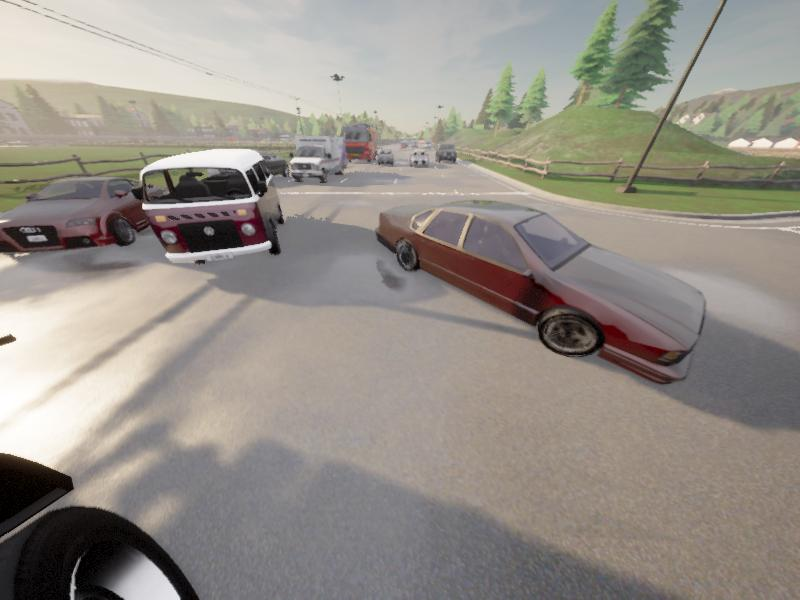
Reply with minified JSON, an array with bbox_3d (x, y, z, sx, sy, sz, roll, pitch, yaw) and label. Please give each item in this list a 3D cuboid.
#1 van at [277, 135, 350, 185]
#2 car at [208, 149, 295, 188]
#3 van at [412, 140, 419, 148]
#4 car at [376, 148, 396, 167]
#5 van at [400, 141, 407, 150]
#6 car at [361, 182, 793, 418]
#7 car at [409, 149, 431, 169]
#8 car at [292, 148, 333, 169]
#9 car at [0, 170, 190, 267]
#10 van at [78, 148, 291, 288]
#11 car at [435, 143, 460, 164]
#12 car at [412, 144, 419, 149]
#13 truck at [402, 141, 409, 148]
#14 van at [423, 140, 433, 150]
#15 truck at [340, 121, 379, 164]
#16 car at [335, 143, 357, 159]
[{"bbox_3d":[-5.433,-9.759,15.885,2.351,2.431,6.366,2,35,2],"label":"van"},{"bbox_3d":[-8.998,-8.527,14.743,2.152,1.651,5.027,2,35,2],"label":"car"},{"bbox_3d":[5.654,-57.714,85.397,2.351,2.431,6.366,2,35,2],"label":"van"},{"bbox_3d":[-1.429,-15.371,24.859,1.845,1.501,3.633,2,35,2],"label":"car"},{"bbox_3d":[0.965,-43.637,65.357,1.775,1.987,4.442,2,35,2],"label":"van"},{"bbox_3d":[1.666,-0.927,4.158,2.033,1.411,5.357,-25,42,-32],"label":"car"},{"bbox_3d":[2.021,-14.690,23.985,1.970,1.475,3.806,2,35,2],"label":"car"},{"bbox_3d":[-8.539,-14.194,23.069,2.163,1.488,4.792,2,35,2],"label":"car"},{"bbox_3d":[-8.208,-2.544,6.333,1.994,1.385,4.181,-9,36,-14],"label":"car"},{"bbox_3d":[-4.111,-2.459,5.699,2.069,2.038,4.480,-12,36,-16],"label":"van"},{"bbox_3d":[5.847,-18.613,29.225,2.150,2.045,5.566,2,35,2],"label":"car"},{"bbox_3d":[5.198,-51.971,78.006,1.994,1.385,4.181,2,35,2],"label":"car"},{"bbox_3d":[2.201,-58.200,86.328,2.390,2.098,6.274,2,35,2],"label":"truck"},{"bbox_3d":[8.092,-45.155,67.290,2.351,2.431,6.366,2,35,2],"label":"van"},{"bbox_3d":[-4.662,-19.411,28.624,2.891,3.827,8.468,2,35,2],"label":"truck"},{"bbox_3d":[-7.887,-22.011,34.024,1.932,1.855,4.605,2,35,2],"label":"car"}]
